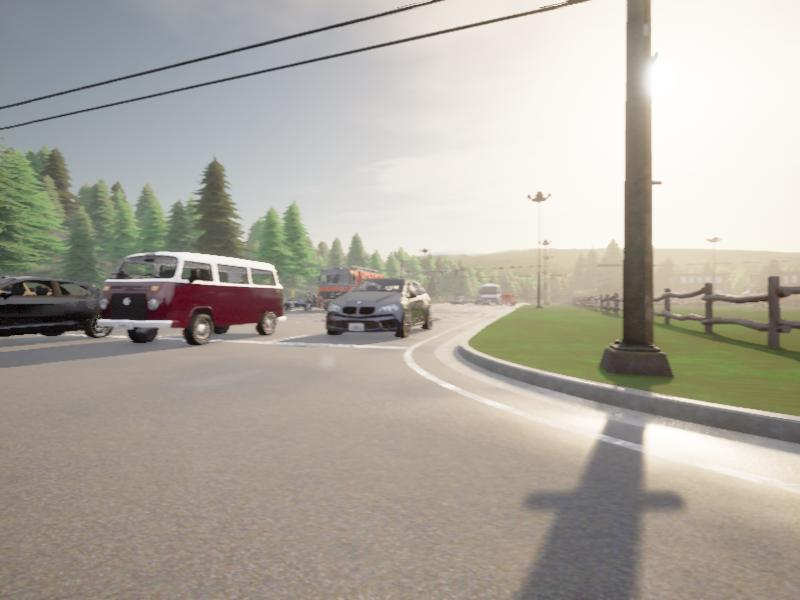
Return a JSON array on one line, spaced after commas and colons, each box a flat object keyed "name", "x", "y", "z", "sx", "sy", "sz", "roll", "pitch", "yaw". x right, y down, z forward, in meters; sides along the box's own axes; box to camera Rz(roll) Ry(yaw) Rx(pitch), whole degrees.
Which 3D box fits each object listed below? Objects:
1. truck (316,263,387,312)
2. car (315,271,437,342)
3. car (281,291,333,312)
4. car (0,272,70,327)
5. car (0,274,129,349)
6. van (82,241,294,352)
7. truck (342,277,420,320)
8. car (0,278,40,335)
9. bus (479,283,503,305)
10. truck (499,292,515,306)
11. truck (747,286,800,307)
[{"name": "truck", "x": -3.995, "y": -0.954, "z": 35.375, "sx": 2.891, "sy": 3.827, "sz": 8.468, "roll": 0, "pitch": 0, "yaw": 18}, {"name": "car", "x": -0.432, "y": 0.148, "z": 12.000, "sx": 2.242, "sy": 1.667, "sz": 4.611, "roll": 0, "pitch": 0, "yaw": 16}, {"name": "car", "x": -7.915, "y": 0.132, "z": 34.654, "sx": 2.152, "sy": 1.651, "sz": 5.027, "roll": 0, "pitch": 0, "yaw": 18}, {"name": "car", "x": -14.491, "y": -0.011, "z": 13.690, "sx": 1.932, "sy": 1.855, "sz": 4.605, "roll": 0, "pitch": -1, "yaw": 16}, {"name": "car", "x": -8.547, "y": 0.215, "z": 8.731, "sx": 1.816, "sy": 1.474, "sz": 4.193, "roll": 0, "pitch": 0, "yaw": 14}, {"name": "van", "x": -4.667, "y": -0.050, "z": 9.773, "sx": 2.069, "sy": 2.038, "sz": 4.480, "roll": 0, "pitch": 0, "yaw": 15}, {"name": "truck", "x": -0.821, "y": -0.073, "z": 22.656, "sx": 2.390, "sy": 2.098, "sz": 6.274, "roll": 0, "pitch": 0, "yaw": 18}, {"name": "car", "x": -11.978, "y": 0.168, "z": 9.418, "sx": 1.882, "sy": 1.535, "sz": 5.008, "roll": 0, "pitch": 0, "yaw": 14}, {"name": "bus", "x": 18.941, "y": -1.096, "z": 82.475, "sx": 3.944, "sy": 4.253, "sz": 10.273, "roll": 0, "pitch": 0, "yaw": 18}, {"name": "truck", "x": 20.585, "y": -0.194, "z": 76.652, "sx": 2.627, "sy": 2.467, "sz": 5.204, "roll": 0, "pitch": 0, "yaw": 18}, {"name": "truck", "x": 71.257, "y": -0.664, "z": 75.354, "sx": 8.468, "sy": 3.827, "sz": 2.891, "roll": 0, "pitch": 0, "yaw": 18}]
